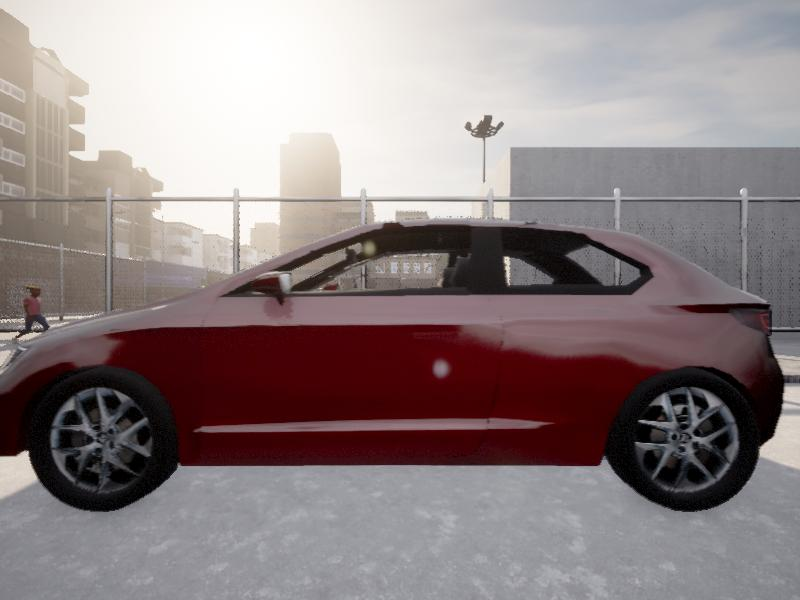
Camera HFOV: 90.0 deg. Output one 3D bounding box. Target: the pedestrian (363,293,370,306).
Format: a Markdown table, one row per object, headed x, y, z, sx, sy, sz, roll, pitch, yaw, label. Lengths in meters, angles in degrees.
| x | y | z | sx | sy | sz | roll | pitch | yaw | label |
| --- | --- | --- | --- | --- | --- | --- | --- | --- | --- |
| -4.738 | -0.075 | 57.092 | 0.751 | 1.860 | 0.751 | 0 | 0 | 27 | pedestrian |

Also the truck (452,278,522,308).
| x | y | z | sx | sy | sz | roll | pitch | yaw | label |
| --- | --- | --- | --- | --- | --- | --- | --- | --- | --- |
| 11.209 | -0.921 | 52.020 | 8.468 | 3.827 | 2.891 | 0 | 0 | 0 | truck |

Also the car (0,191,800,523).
| x | y | z | sx | sy | sz | roll | pitch | yaw | label |
| --- | --- | --- | --- | --- | --- | --- | --- | --- | --- |
| -0.082 | 0.254 | 2.687 | 4.193 | 1.474 | 1.816 | 0 | 0 | 0 | car |

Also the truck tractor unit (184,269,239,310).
| x | y | z | sx | sy | sz | roll | pitch | yaw | label |
| --- | --- | --- | --- | --- | --- | --- | --- | --- | --- |
| -20.706 | -1.117 | 44.406 | 3.053 | 4.208 | 6.516 | 0 | 0 | 0 | truck tractor unit |

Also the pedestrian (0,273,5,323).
| x | y | z | sx | sy | sz | roll | pitch | yaw | label |
| --- | --- | --- | --- | --- | --- | --- | --- | --- | --- |
| -15.356 | -0.075 | 14.798 | 0.751 | 1.860 | 0.751 | 0 | 0 | 0 | pedestrian |

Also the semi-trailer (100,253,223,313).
| x | y | z | sx | sy | sz | roll | pitch | yaw | label |
| --- | --- | --- | --- | --- | --- | --- | --- | --- | --- |
| -20.690 | -1.217 | 36.494 | 2.717 | 4.402 | 14.254 | 0 | 0 | 0 | semi-trailer |

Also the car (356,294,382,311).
| x | y | z | sx | sy | sz | roll | pitch | yaw | label |
| --- | --- | --- | --- | --- | --- | --- | --- | --- | --- |
| -2.827 | 0.218 | 37.564 | 2.033 | 1.415 | 5.357 | 0 | 0 | 0 | car |

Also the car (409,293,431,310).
| x | y | z | sx | sy | sz | roll | pitch | yaw | label |
| --- | --- | --- | --- | --- | --- | --- | --- | --- | --- |
| 1.852 | 0.156 | 37.981 | 1.845 | 1.501 | 3.633 | 0 | 0 | 0 | car |

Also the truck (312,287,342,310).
| x | y | z | sx | sy | sz | roll | pitch | yaw | label |
| --- | --- | --- | --- | --- | --- | --- | --- | --- | --- |
| -6.788 | -0.094 | 37.725 | 2.069 | 2.038 | 4.478 | 0 | 0 | 0 | truck |

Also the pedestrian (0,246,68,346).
| x | y | z | sx | sy | sz | roll | pitch | yaw | label |
| --- | --- | --- | --- | --- | --- | --- | --- | --- | --- |
| -7.219 | -0.075 | 7.875 | 0.751 | 1.860 | 0.751 | 0 | 0 | 0 | pedestrian |

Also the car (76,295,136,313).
| x | y | z | sx | sy | sz | roll | pitch | yaw | label |
| --- | --- | --- | --- | --- | --- | --- | --- | --- | --- |
| -24.676 | 0.308 | 33.753 | 1.994 | 1.385 | 4.181 | 0 | 0 | 0 | car |

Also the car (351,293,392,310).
| x | y | z | sx | sy | sz | roll | pitch | yaw | label |
| --- | --- | --- | --- | --- | --- | --- | --- | --- | --- |
| -2.600 | 0.146 | 37.405 | 3.705 | 1.547 | 1.789 | 0 | 0 | 0 | car |
